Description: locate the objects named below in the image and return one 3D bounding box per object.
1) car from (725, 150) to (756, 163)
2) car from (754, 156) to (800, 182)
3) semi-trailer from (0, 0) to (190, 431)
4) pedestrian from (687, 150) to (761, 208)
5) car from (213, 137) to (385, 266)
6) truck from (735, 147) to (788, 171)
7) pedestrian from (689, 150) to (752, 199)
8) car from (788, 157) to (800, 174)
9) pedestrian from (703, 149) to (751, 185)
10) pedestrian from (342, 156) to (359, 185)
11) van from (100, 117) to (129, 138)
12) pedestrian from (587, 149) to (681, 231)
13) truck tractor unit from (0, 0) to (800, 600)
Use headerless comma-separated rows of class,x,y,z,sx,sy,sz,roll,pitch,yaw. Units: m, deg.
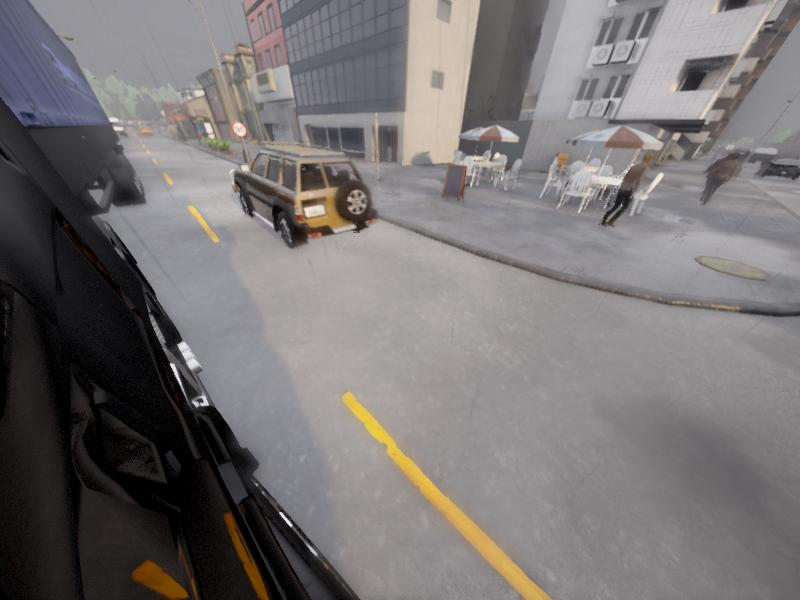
car,55.974,-23.708,38.061,5.238,1.638,1.930,-28,46,-35
car,32.944,-11.417,19.916,5.008,1.535,1.882,-26,45,-33
semi-trailer,-8.186,-3.856,4.746,2.717,4.402,14.254,-27,45,-34
pedestrian,12.501,-4.707,9.033,0.751,1.860,0.751,27,43,30
car,-2.606,-2.816,5.788,1.932,1.855,4.605,-28,46,-35
truck,43.586,-17.249,28.075,6.274,2.098,2.390,-26,45,-34
pedestrian,14.407,-5.674,10.471,0.751,1.860,0.751,26,42,29
car,44.449,-14.512,24.606,4.553,1.767,2.097,-27,45,-34
pedestrian,20.403,-8.332,14.470,0.751,1.860,0.751,23,41,26
pedestrian,-2.200,-5.847,10.432,0.500,1.100,0.500,9,36,9
van,-47.144,-28.585,38.267,1.988,2.561,5.915,-28,45,-35
pedestrian,6.111,-2.913,6.202,0.751,1.860,0.751,-2,36,-7
truck tractor unit,-2.645,-0.295,0.351,6.516,4.208,3.053,28,44,30
